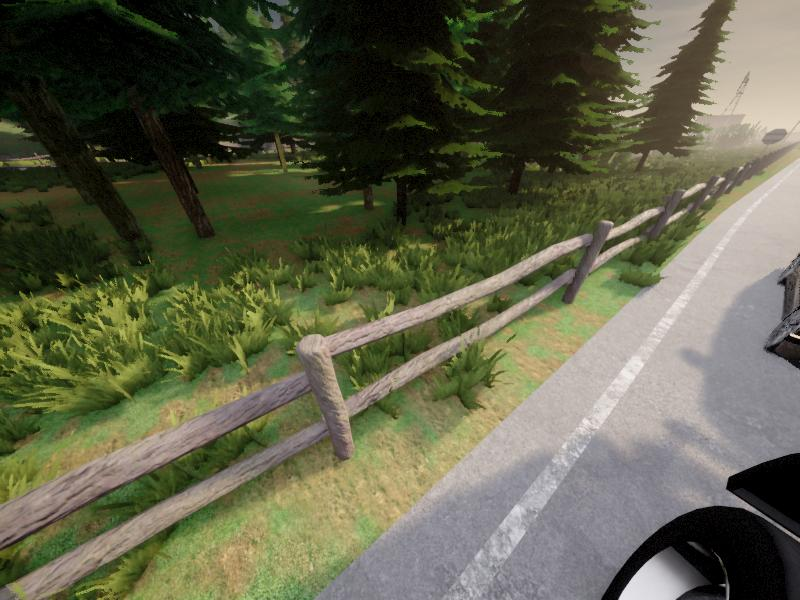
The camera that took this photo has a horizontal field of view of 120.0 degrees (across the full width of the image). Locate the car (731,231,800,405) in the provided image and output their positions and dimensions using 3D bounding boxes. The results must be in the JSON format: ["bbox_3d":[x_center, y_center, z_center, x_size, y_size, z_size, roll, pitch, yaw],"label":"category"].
[{"bbox_3d":[6.458,-0.060,2.677,4.902,1.511,2.128,-22,40,-28],"label":"car"}]
